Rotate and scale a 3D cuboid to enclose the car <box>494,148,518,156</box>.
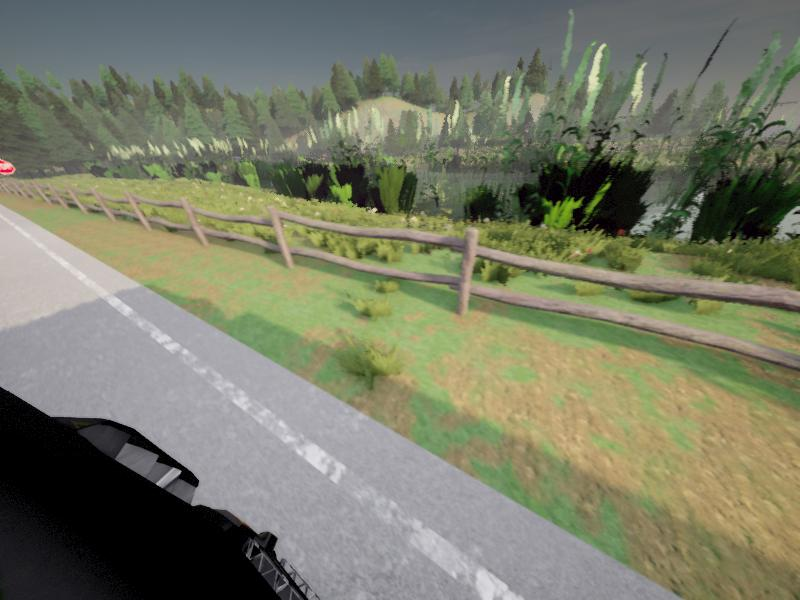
[{"bbox_3d":[23.137,-32.323,50.494,4.181,1.385,1.994,16,37,25],"label":"car"}]

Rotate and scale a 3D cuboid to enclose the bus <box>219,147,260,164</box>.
[{"bbox_3d":[-51.669,-46.445,74.461,10.273,4.253,3.944,6,34,12],"label":"bus"}]
